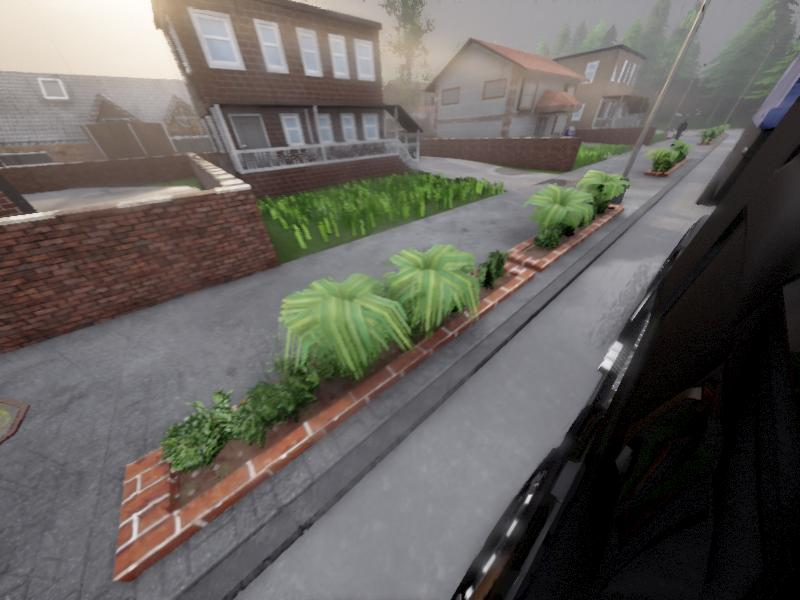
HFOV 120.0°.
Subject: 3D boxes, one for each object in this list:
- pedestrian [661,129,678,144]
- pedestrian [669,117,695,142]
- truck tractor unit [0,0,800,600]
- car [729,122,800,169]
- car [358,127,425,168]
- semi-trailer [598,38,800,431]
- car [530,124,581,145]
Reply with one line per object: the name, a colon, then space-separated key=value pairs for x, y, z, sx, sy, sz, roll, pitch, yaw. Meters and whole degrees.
pedestrian: x=24.257 y=-14.713 z=20.824 sx=0.500 sy=1.100 sz=0.500 roll=-27 pitch=43 yaw=-29
pedestrian: x=26.704 y=-16.113 z=21.915 sx=0.751 sy=1.860 sz=0.751 roll=23 pitch=44 yaw=31
truck tractor unit: x=2.645 y=-0.295 z=0.351 sx=6.516 sy=4.208 sz=3.053 roll=-28 pitch=44 yaw=-30
car: x=19.535 y=-8.210 z=12.104 sx=5.238 sy=1.638 sz=1.930 roll=-28 pitch=43 yaw=-30
car: x=-0.429 y=-10.043 z=15.134 sx=3.866 sy=1.878 sz=1.905 roll=-28 pitch=43 yaw=-30
semi-trailer: x=8.691 y=-3.600 z=4.249 sx=14.254 sy=4.402 sz=2.717 roll=-28 pitch=43 yaw=-30
car: x=15.529 y=-16.633 z=23.262 sx=1.845 sy=1.501 sz=3.633 roll=-28 pitch=43 yaw=-30
